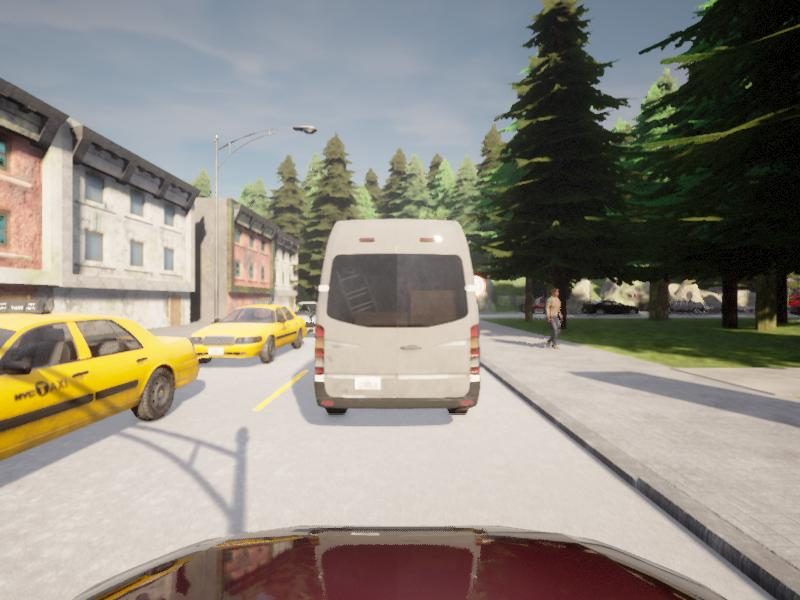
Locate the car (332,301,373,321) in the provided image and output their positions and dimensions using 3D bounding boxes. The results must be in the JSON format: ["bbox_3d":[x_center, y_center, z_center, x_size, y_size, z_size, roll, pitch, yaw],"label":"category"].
[{"bbox_3d":[-3.759,0.839,32.275,1.812,1.442,4.674,0,0,13],"label":"car"}]

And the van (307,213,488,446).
[{"bbox_3d":[-0.039,0.315,7.364,1.988,2.561,5.915,0,0,0],"label":"van"}]

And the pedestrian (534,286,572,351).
[{"bbox_3d":[4.535,0.521,11.871,0.751,1.860,0.751,0,0,-27],"label":"pedestrian"}]

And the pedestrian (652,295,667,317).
[{"bbox_3d":[21.611,0.501,33.327,0.751,1.860,0.751,0,0,0],"label":"pedestrian"}]

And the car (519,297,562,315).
[{"bbox_3d":[14.852,0.604,42.366,3.866,1.878,1.905,0,0,-1],"label":"car"}]

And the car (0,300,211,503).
[{"bbox_3d":[-4.022,0.797,3.951,1.801,1.575,5.366,0,0,0],"label":"car"}]

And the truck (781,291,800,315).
[{"bbox_3d":[44.588,0.323,42.717,5.204,2.467,2.627,0,0,-1],"label":"truck"}]

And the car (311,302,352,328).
[{"bbox_3d":[-4.149,0.845,24.962,1.812,1.442,4.674,0,0,0],"label":"car"}]

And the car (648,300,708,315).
[{"bbox_3d":[29.502,0.796,42.534,4.902,1.511,2.128,0,0,-1],"label":"car"}]

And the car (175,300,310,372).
[{"bbox_3d":[-4.067,0.790,11.496,1.801,1.575,5.366,0,0,0],"label":"car"}]

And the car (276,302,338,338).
[{"bbox_3d":[-4.110,0.835,18.394,1.970,1.475,3.806,0,0,0],"label":"car"}]

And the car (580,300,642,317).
[{"bbox_3d":[20.215,0.785,38.433,5.008,1.535,1.882,0,0,-1],"label":"car"}]
